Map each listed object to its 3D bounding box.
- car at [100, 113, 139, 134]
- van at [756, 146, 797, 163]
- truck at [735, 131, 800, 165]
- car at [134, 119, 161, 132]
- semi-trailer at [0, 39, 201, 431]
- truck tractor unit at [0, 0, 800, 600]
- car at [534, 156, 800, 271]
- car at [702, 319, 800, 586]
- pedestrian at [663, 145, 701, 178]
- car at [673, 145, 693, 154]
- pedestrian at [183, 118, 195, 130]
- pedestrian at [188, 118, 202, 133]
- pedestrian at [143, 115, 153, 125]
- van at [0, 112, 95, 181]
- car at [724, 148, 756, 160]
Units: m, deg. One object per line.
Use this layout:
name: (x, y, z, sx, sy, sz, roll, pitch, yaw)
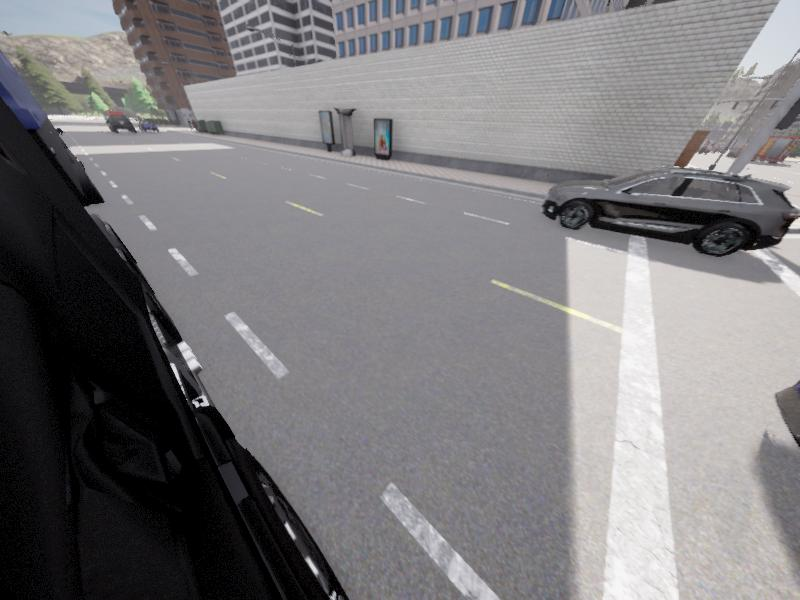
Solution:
car: (-38.868, -24.442, 31.994, 5.566, 2.045, 2.150, 28, 44, 30)
van: (64.420, -25.032, 39.661, 2.069, 2.038, 4.480, 28, 44, 30)
truck: (55.866, -23.152, 35.094, 2.891, 3.827, 8.468, 28, 44, 30)
car: (-39.967, -27.547, 36.542, 4.193, 1.474, 1.816, 28, 44, 30)
semi-trailer: (-8.674, -3.629, 4.240, 14.254, 4.402, 2.717, 28, 44, 30)
truck tractor unit: (-2.645, -0.295, 0.351, 6.516, 4.208, 3.053, 28, 44, 30)
car: (6.692, -2.616, 6.223, 4.856, 1.649, 2.033, 22, 41, 24)
car: (4.789, 1.645, 0.528, 4.514, 1.525, 2.007, 23, 41, 24)
pedestrian: (19.419, -9.609, 15.992, 0.751, 1.860, 0.751, 25, 42, 27)
car: (63.161, -33.713, 51.675, 2.033, 1.411, 5.357, 28, 44, 30)
pedestrian: (-40.512, -33.826, 44.355, 0.751, 1.860, 0.751, 23, 41, 25)
pedestrian: (-31.433, -26.803, 35.493, 0.751, 1.860, 0.751, 22, 41, 24)
pedestrian: (-63.699, -45.568, 58.401, 0.751, 1.860, 0.751, 28, 44, 30)
van: (-15.582, -6.610, 9.753, 4.480, 2.038, 2.069, 25, 43, 28)
car: (63.327, -27.303, 43.140, 2.033, 1.411, 5.357, 28, 44, 30)
